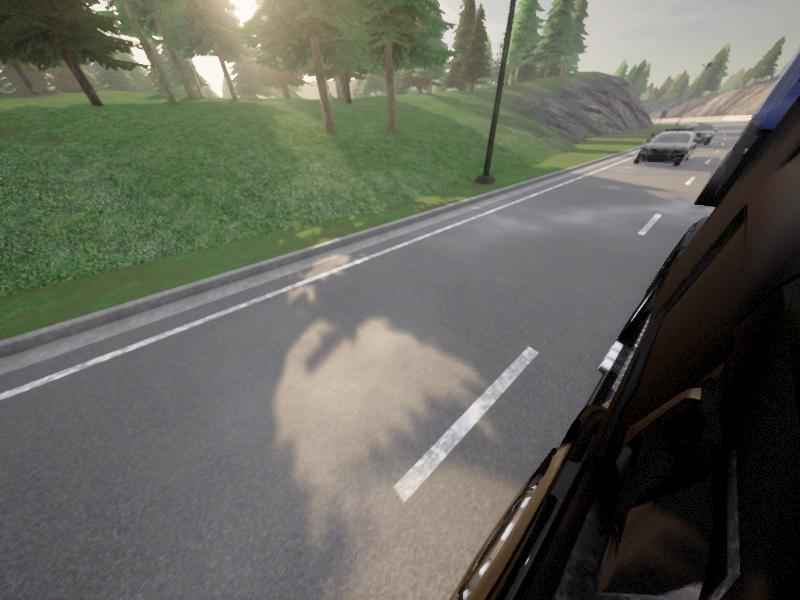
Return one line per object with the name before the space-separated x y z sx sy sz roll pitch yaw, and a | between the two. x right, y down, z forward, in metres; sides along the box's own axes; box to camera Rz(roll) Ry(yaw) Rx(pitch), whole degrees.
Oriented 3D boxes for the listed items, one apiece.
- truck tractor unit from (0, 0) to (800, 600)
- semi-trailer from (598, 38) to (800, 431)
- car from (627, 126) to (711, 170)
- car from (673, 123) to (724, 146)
truck tractor unit | 2.645 -0.295 0.352 6.516 4.208 3.053 -28 44 -30
semi-trailer | 8.672 -3.616 4.264 14.254 4.402 2.717 -28 43 -30
car | 15.126 -8.630 12.943 5.238 1.638 1.930 -28 43 -30
car | 26.524 -14.713 20.500 4.974 1.542 2.038 -28 43 -31
